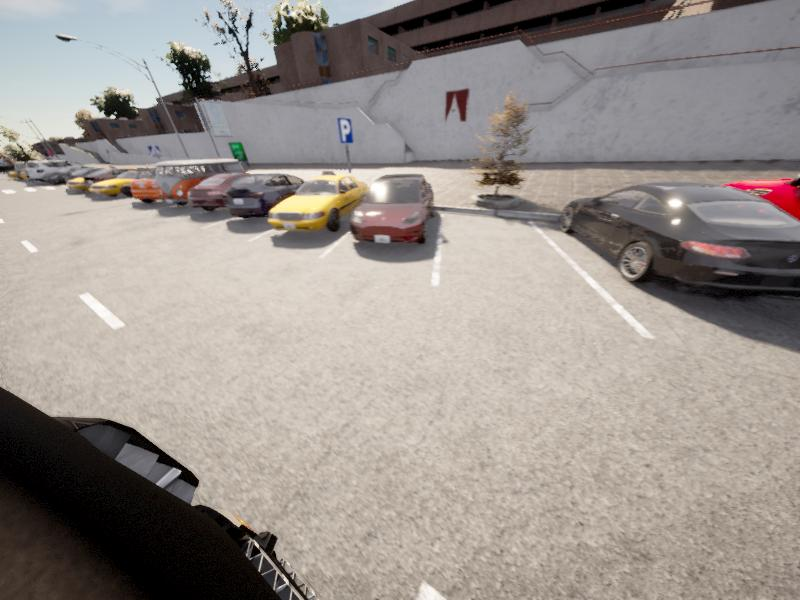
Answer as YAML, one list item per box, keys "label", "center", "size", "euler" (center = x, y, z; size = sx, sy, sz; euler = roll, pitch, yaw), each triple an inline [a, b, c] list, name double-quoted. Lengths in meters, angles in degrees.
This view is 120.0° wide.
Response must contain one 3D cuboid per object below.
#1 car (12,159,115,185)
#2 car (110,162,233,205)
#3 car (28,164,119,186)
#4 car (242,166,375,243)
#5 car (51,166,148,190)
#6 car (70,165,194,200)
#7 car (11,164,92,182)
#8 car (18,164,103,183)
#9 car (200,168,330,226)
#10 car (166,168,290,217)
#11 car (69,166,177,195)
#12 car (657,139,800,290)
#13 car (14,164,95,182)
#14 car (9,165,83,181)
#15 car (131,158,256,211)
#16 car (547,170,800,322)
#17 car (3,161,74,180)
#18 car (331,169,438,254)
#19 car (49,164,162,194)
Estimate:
- label: "car"
  center: [-36.153, -14.070, 25.209]
  size: [2.435, 2.045, 5.566]
  euler: [4, 33, 9]
- label: "car"
  center: [-12.937, -7.018, 13.671]
  size: [2.185, 1.767, 4.553]
  euler: [4, 34, 9]
- label: "car"
  center: [-33.559, -13.084, 24.039]
  size: [2.231, 1.521, 4.892]
  euler: [5, 34, 9]
- label: "car"
  center: [-2.625, -3.790, 8.445]
  size: [1.946, 1.575, 5.366]
  euler: [4, 33, 9]
- label: "car"
  center: [-25.831, -10.749, 20.196]
  size: [2.002, 1.452, 4.674]
  euler: [4, 34, 9]
- label: "car"
  center: [-18.118, -8.372, 16.176]
  size: [1.946, 1.575, 5.366]
  euler: [5, 34, 9]
- label: "car"
  center: [-43.855, -16.221, 29.345]
  size: [1.946, 1.575, 5.366]
  euler: [4, 33, 9]
- label: "car"
  center: [-38.721, -14.605, 26.614]
  size: [2.097, 1.535, 5.008]
  euler: [5, 34, 9]
- label: "car"
  center: [-5.179, -4.632, 9.938]
  size: [2.163, 1.488, 4.792]
  euler: [4, 33, 9]
- label: "car"
  center: [-7.765, -5.366, 11.207]
  size: [2.002, 1.452, 4.674]
  euler: [4, 34, 9]
- label: "car"
  center: [-20.666, -9.235, 17.653]
  size: [2.163, 1.488, 4.792]
  euler: [4, 34, 9]
- label: "car"
  center: [7.718, -1.134, 3.286]
  size: [2.435, 2.045, 5.566]
  euler: [4, 33, 10]
- label: "car"
  center: [-41.309, -15.356, 27.898]
  size: [2.231, 1.521, 4.892]
  euler: [4, 33, 9]
- label: "car"
  center: [-46.462, -16.864, 30.527]
  size: [2.163, 1.488, 4.792]
  euler: [4, 33, 9]
- label: "car"
  center: [-10.360, -6.286, 12.255]
  size: [1.878, 1.987, 4.442]
  euler: [5, 34, 9]
- label: "car"
  center: [5.144, -1.613, 4.721]
  size: [2.002, 1.452, 4.674]
  euler: [4, 33, 10]
- label: "car"
  center: [-49.068, -17.754, 31.559]
  size: [1.878, 1.987, 4.442]
  euler: [4, 34, 9]
- label: "car"
  center: [-0.020, -3.096, 7.295]
  size: [2.163, 1.488, 4.792]
  euler: [4, 33, 9]
- label: "car"
  center: [-23.279, -9.918, 18.739]
  size: [1.946, 1.575, 5.366]
  euler: [5, 34, 9]
